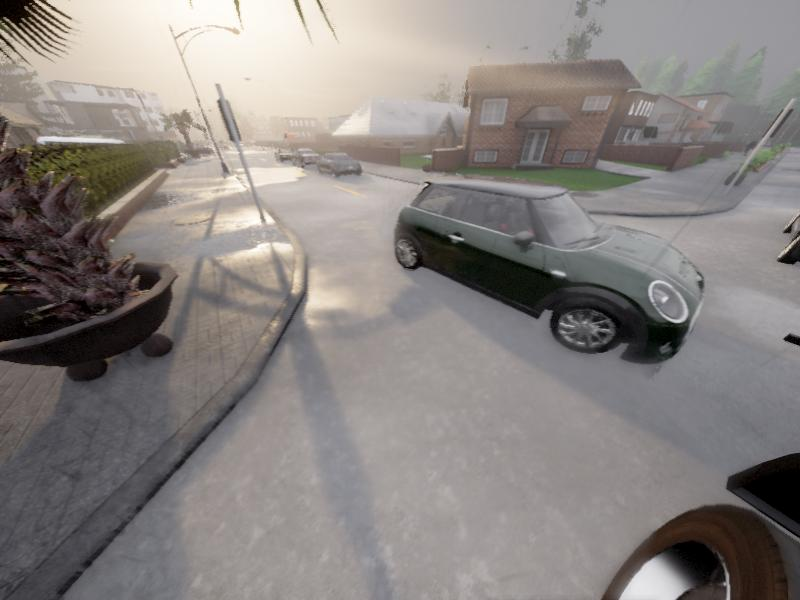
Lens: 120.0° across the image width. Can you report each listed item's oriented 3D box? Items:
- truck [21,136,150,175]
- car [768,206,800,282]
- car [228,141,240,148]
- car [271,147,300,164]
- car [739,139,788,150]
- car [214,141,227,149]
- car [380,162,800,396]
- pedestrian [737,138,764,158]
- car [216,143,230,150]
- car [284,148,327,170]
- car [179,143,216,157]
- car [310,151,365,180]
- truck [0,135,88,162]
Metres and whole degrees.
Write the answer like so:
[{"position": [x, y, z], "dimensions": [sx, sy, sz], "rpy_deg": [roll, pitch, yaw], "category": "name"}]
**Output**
[{"position": [-21.024, -9.934, 15.914], "dimensions": [4.478, 2.038, 2.069], "rpy_deg": [-20, 40, -30], "category": "truck"}, {"position": [10.022, -1.612, 4.686], "dimensions": [5.238, 1.638, 1.930], "rpy_deg": [-23, 41, -27], "category": "car"}, {"position": [-50.298, -47.130, 69.966], "dimensions": [2.152, 1.651, 5.027], "rpy_deg": [-22, 41, -28], "category": "car"}, {"position": [-13.140, -16.582, 26.396], "dimensions": [1.895, 1.301, 4.718], "rpy_deg": [-21, 40, -27], "category": "car"}, {"position": [74.282, -31.878, 47.319], "dimensions": [2.152, 1.651, 5.027], "rpy_deg": [-17, 38, -22], "category": "car"}, {"position": [-45.676, -39.451, 58.782], "dimensions": [1.930, 1.638, 5.238], "rpy_deg": [-22, 41, -28], "category": "car"}, {"position": [1.968, -1.082, 3.866], "dimensions": [2.097, 1.767, 4.553], "rpy_deg": [-28, 44, -34], "category": "car"}, {"position": [39.867, -17.328, 26.303], "dimensions": [0.751, 1.860, 0.751], "rpy_deg": [-15, 38, -20], "category": "pedestrian"}, {"position": [-41.231, -35.710, 53.659], "dimensions": [1.994, 1.385, 4.181], "rpy_deg": [-22, 41, -28], "category": "car"}, {"position": [-8.988, -13.389, 21.749], "dimensions": [2.033, 1.411, 5.357], "rpy_deg": [-22, 41, -28], "category": "car"}, {"position": [-30.903, -22.989, 35.406], "dimensions": [1.789, 1.549, 3.705], "rpy_deg": [30, 46, 34], "category": "car"}, {"position": [-4.482, -9.645, 16.428], "dimensions": [1.994, 1.385, 4.181], "rpy_deg": [-24, 42, -30], "category": "car"}, {"position": [-42.724, -18.167, 27.801], "dimensions": [5.204, 2.467, 2.627], "rpy_deg": [-19, 39, -29], "category": "truck"}]
